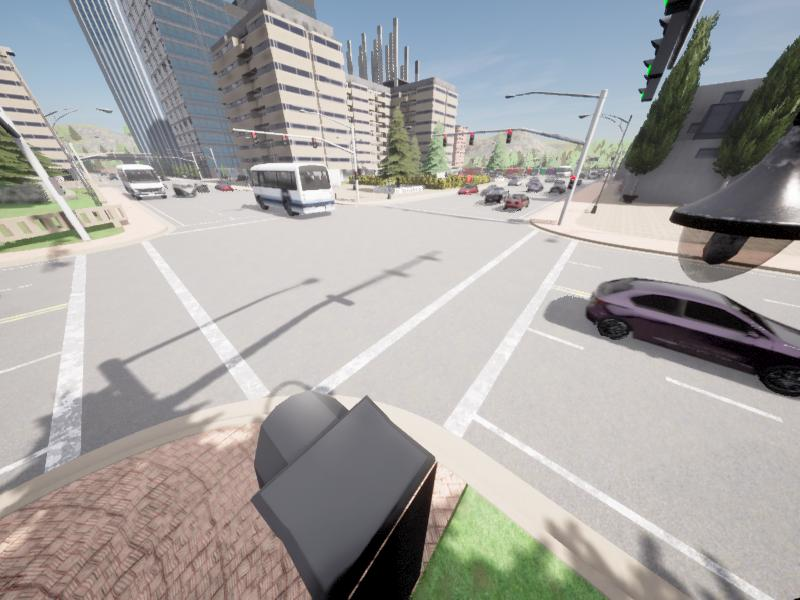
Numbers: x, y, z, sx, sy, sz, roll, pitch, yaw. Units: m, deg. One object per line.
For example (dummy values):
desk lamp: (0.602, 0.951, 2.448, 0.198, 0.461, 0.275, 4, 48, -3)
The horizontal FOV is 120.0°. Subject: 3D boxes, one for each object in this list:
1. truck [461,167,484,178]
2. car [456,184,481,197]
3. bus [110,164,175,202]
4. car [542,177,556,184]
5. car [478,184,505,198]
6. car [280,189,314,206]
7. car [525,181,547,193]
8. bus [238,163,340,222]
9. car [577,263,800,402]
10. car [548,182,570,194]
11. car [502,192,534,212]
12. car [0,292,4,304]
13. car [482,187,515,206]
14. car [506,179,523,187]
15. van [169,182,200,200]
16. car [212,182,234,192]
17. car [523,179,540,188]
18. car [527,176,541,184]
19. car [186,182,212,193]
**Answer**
truck: (30.441, -53.723, 97.222, 8.468, 3.827, 2.891, 23, 37, 34)
car: (11.111, -17.757, 37.306, 2.007, 1.525, 4.514, 23, 37, 34)
bus: (-37.629, -17.271, 33.666, 10.273, 4.253, 3.944, 22, 37, 33)
car: (40.864, -32.746, 63.279, 2.128, 1.511, 4.902, 23, 37, 34)
car: (14.214, -16.943, 35.759, 2.038, 1.542, 4.974, 23, 37, 34)
car: (-12.682, -12.686, 28.505, 4.193, 1.474, 1.816, 23, 37, 34)
car: (24.519, -20.380, 41.658, 2.033, 1.649, 4.856, 23, 37, 34)
bus: (-10.905, -10.778, 22.419, 10.273, 4.253, 3.944, 23, 37, 34)
car: (7.204, 0.519, 5.632, 4.193, 1.474, 1.816, 22, 37, 34)
car: (27.694, -19.525, 40.233, 2.038, 1.542, 4.974, 23, 37, 34)
car: (12.620, -10.532, 24.698, 1.789, 1.549, 3.705, 23, 37, 34)
car: (-14.660, 0.241, 5.982, 1.851, 1.617, 3.988, 23, 37, 34)
car: (12.538, -13.246, 29.306, 1.930, 1.638, 5.238, 23, 37, 34)
car: (26.257, -26.836, 52.891, 2.038, 1.542, 4.974, 23, 37, 34)
van: (-31.473, -16.019, 33.767, 4.442, 1.987, 1.775, 21, 36, 32)
car: (-33.567, -21.441, 43.776, 4.181, 1.385, 1.994, 23, 37, 34)
car: (29.424, -25.938, 51.478, 2.007, 1.525, 4.514, 23, 37, 34)
car: (37.498, -33.550, 64.469, 2.033, 1.649, 4.856, 23, 37, 34)
car: (-36.403, -20.410, 41.847, 4.902, 1.511, 2.128, 23, 37, 34)
